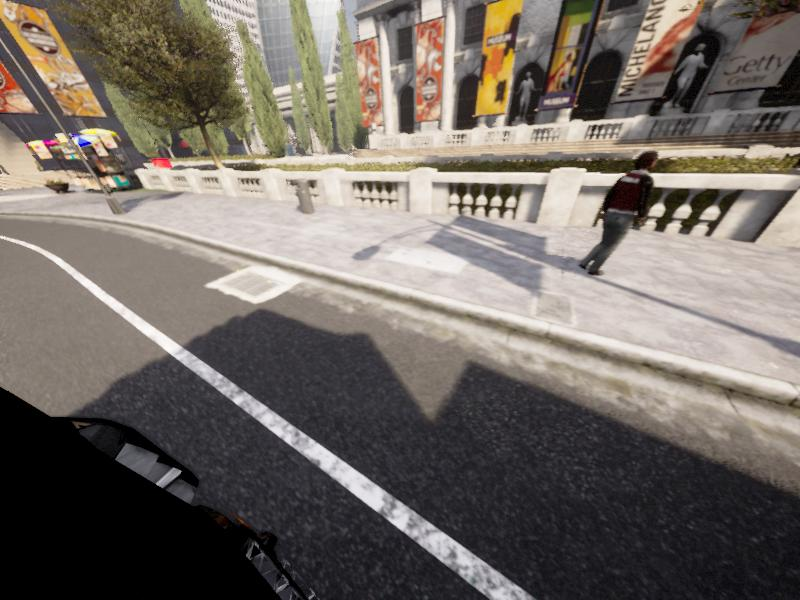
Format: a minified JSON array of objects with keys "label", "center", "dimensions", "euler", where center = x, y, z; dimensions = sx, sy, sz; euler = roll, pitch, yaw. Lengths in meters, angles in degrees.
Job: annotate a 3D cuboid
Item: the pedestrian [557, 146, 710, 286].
[{"label":"pedestrian","center":[3.366,-1.249,3.585],"dimensions":[0.751,1.860,0.751],"euler":[-6,34,-5]}]
